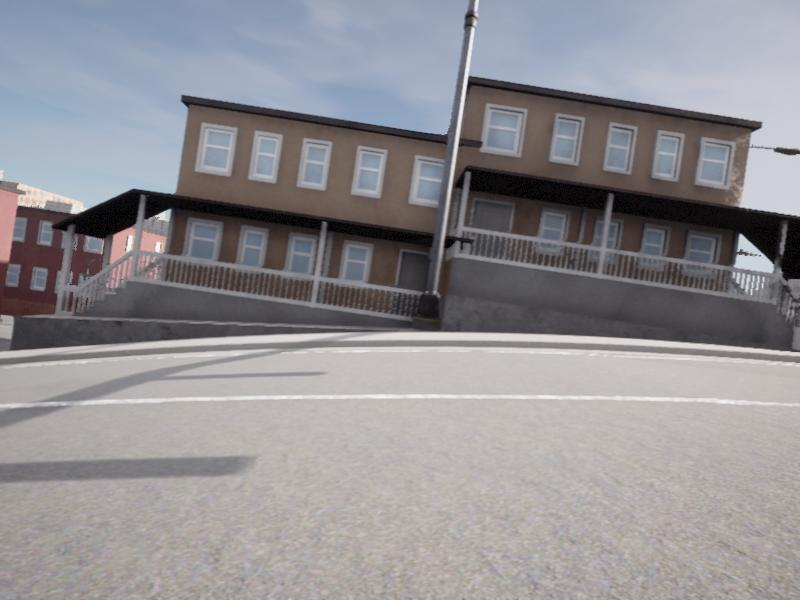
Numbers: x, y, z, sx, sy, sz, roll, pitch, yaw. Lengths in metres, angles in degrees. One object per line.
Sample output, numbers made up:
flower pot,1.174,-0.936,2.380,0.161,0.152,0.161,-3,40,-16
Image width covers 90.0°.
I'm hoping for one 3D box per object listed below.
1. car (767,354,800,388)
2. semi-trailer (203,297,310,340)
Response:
car,21.168,3.556,19.480,2.038,1.542,4.974,8,-8,1
semi-trailer,-21.112,2.713,59.852,14.254,4.402,2.717,8,0,-10
